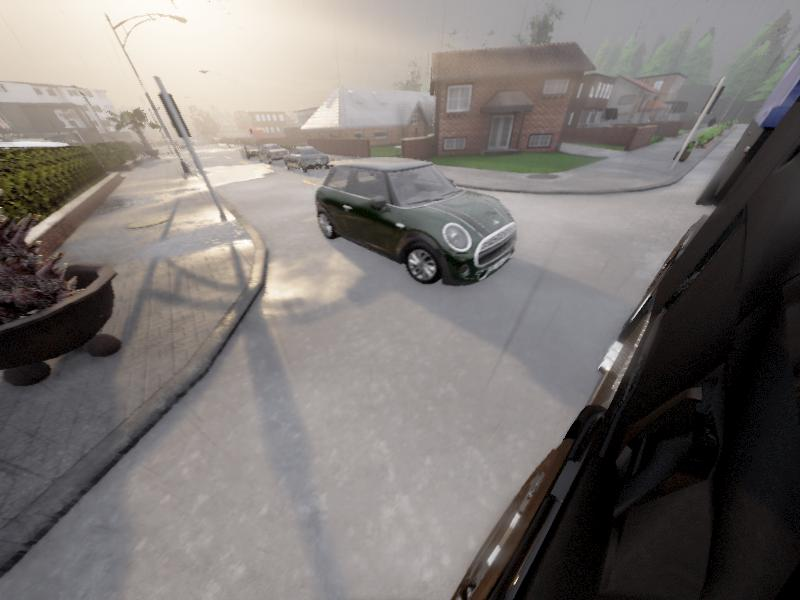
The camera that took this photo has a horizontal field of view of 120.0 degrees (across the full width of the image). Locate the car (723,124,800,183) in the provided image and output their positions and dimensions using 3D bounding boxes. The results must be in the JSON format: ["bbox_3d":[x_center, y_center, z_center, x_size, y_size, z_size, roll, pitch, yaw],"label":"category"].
[{"bbox_3d":[16.262,-6.482,9.976,5.238,1.638,1.930,-28,44,-30],"label":"car"}]

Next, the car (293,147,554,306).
[{"bbox_3d":[0.052,-2.000,4.820,2.097,1.767,4.553,-32,46,-33],"label":"car"}]

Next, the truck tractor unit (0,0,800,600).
[{"bbox_3d":[2.645,-0.295,0.351,6.516,4.208,3.053,-28,44,-30],"label":"truck tractor unit"}]

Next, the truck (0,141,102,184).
[{"bbox_3d":[-23.076,-8.822,14.663,4.478,2.038,2.069,-26,42,-32],"label":"truck"}]

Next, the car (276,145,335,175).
[{"bbox_3d":[-6.610,-9.820,16.037,1.994,1.385,4.181,-30,45,-32],"label":"car"}]

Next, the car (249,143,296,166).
[{"bbox_3d":[-11.665,-13.330,21.014,2.033,1.411,5.357,-28,44,-30],"label":"car"}]

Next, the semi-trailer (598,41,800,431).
[{"bbox_3d":[8.696,-3.596,4.245,14.254,4.402,2.717,-28,44,-30],"label":"semi-trailer"}]

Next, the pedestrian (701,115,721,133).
[{"bbox_3d":[40.518,-22.928,30.132,0.751,1.860,0.751,-27,43,-29],"label":"pedestrian"}]
